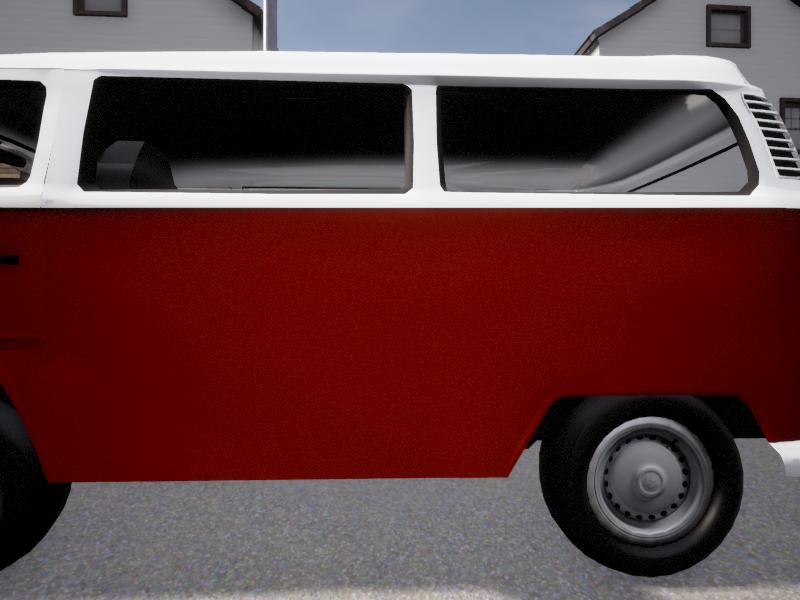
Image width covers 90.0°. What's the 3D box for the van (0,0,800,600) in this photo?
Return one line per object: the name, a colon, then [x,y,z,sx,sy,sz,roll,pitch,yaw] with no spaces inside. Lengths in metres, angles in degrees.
van: [-0.423,-0.028,2.192,4.480,2.038,2.069,0,0,-2]
